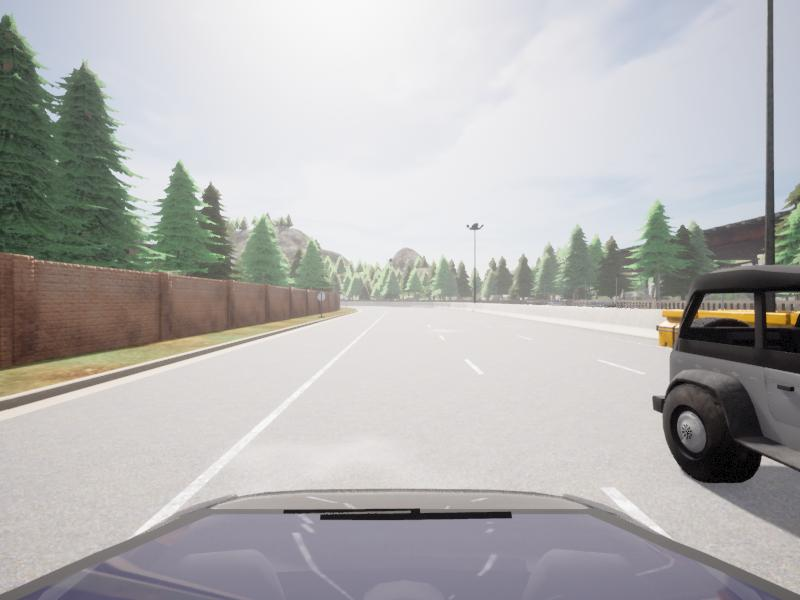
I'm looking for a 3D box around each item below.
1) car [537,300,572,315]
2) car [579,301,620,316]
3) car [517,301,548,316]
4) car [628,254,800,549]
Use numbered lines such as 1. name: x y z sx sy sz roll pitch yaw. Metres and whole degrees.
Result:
1. car: 17.535 0.825 45.570 2.038 1.542 4.974 0 0 0
2. car: 21.036 0.846 42.439 1.837 1.490 4.892 0 0 0
3. car: 14.035 0.853 42.584 1.970 1.475 3.806 0 0 0
4. car: 3.501 0.646 2.535 1.905 1.878 3.866 0 0 0
